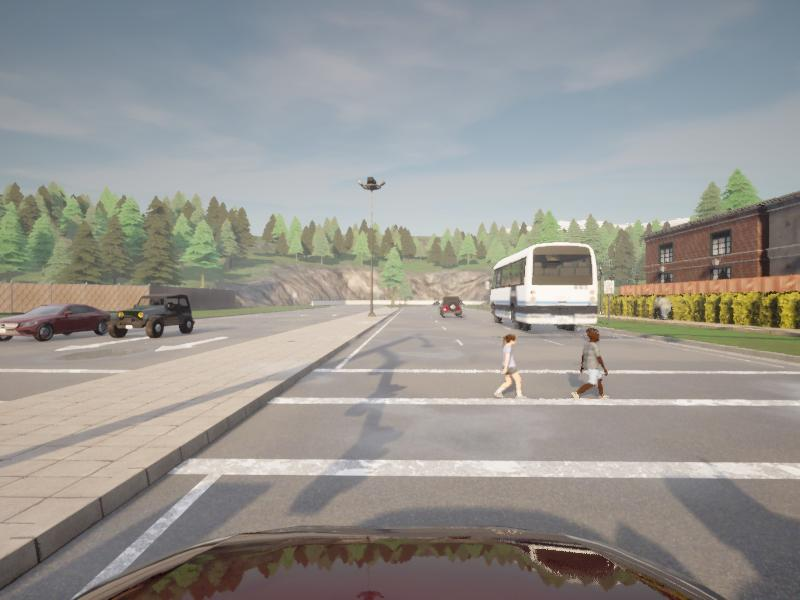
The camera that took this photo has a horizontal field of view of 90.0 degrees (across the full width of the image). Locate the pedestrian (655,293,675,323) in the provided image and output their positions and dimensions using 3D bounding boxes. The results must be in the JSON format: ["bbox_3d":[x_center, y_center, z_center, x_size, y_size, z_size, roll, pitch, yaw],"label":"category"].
[{"bbox_3d":[16.634,0.485,25.121,0.751,1.860,0.751,0,0,7],"label":"pedestrian"}]

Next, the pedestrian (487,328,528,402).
[{"bbox_3d":[1.719,1.018,6.418,0.500,1.100,0.500,0,0,-4],"label":"pedestrian"}]

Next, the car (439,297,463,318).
[{"bbox_3d":[4.723,0.646,37.752,1.905,1.878,3.866,0,0,2],"label":"car"}]

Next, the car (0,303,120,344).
[{"bbox_3d":[-14.460,0.870,16.971,1.812,1.442,4.674,0,0,2],"label":"car"}]

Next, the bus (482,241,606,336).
[{"bbox_3d":[7.564,-0.533,23.237,3.944,4.253,10.273,0,0,3],"label":"bus"}]

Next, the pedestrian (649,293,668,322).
[{"bbox_3d":[16.790,0.485,26.006,0.751,1.860,0.751,0,0,1],"label":"pedestrian"}]

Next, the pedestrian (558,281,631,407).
[{"bbox_3d":[3.049,0.653,6.342,0.751,1.860,0.751,0,0,-7],"label":"pedestrian"}]

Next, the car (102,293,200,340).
[{"bbox_3d":[-10.927,0.646,17.944,1.905,1.878,3.866,0,0,2],"label":"car"}]
